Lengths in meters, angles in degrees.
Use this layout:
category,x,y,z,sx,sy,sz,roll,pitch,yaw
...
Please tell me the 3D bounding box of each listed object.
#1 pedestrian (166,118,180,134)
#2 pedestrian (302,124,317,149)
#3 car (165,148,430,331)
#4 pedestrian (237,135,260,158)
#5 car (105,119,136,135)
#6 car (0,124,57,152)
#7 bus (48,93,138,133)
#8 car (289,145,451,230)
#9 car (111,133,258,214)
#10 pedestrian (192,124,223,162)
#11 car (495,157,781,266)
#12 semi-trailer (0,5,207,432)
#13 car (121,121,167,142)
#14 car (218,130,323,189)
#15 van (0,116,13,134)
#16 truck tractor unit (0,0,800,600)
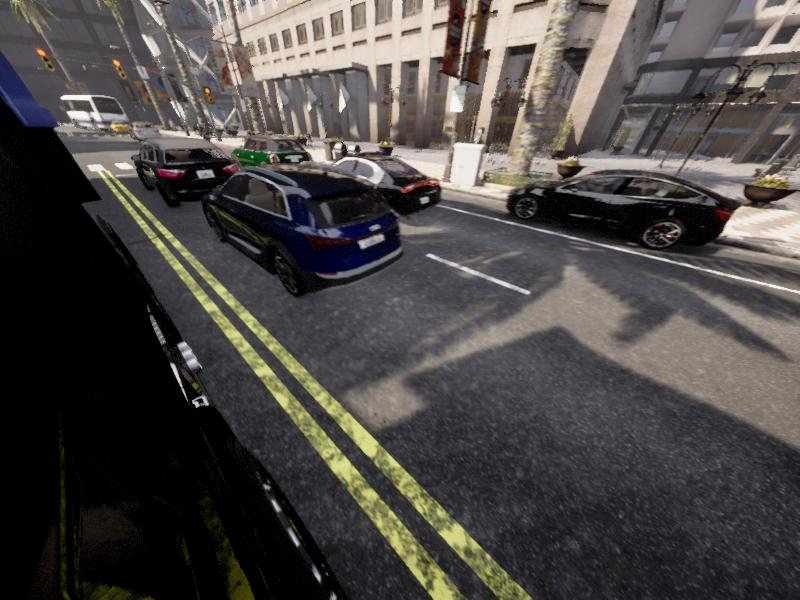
category,x,y,z,sx,sy,sz,roll,pitch,yaw
pedestrian,-33.722,-25.876,34.333,0.751,1.860,0.751,-24,44,-31
pedestrian,-8.520,-15.396,21.786,0.751,1.860,0.751,31,46,33
car,-2.099,-1.698,4.415,4.856,1.649,2.033,28,44,30
pedestrian,-10.793,-10.964,16.488,0.751,1.300,0.751,27,43,29
car,-40.336,-24.964,33.296,5.366,1.575,1.801,28,44,29
car,-27.110,-10.943,15.547,4.181,1.385,1.994,-2,37,-5
bus,-46.924,-28.592,35.480,10.273,4.253,3.944,17,38,18
car,-1.162,-3.917,7.498,4.974,1.542,2.038,28,44,30
car,-7.300,-4.516,7.840,4.611,1.667,2.242,28,44,30
pedestrian,-11.795,-9.638,14.205,0.751,1.860,0.751,-27,46,-33
car,5.576,-2.785,6.408,4.792,1.488,2.163,28,44,30
semi-trailer,-9.034,-3.341,3.886,14.254,4.402,2.717,24,42,26
car,-27.777,-18.301,25.043,4.611,1.667,2.242,28,44,30
car,-5.930,-6.591,10.571,4.553,1.767,2.097,28,44,30
van,-47.498,-20.557,26.654,4.480,2.038,2.069,26,43,29
truck tractor unit,-2.645,-0.295,0.351,6.516,4.208,3.053,28,44,30
